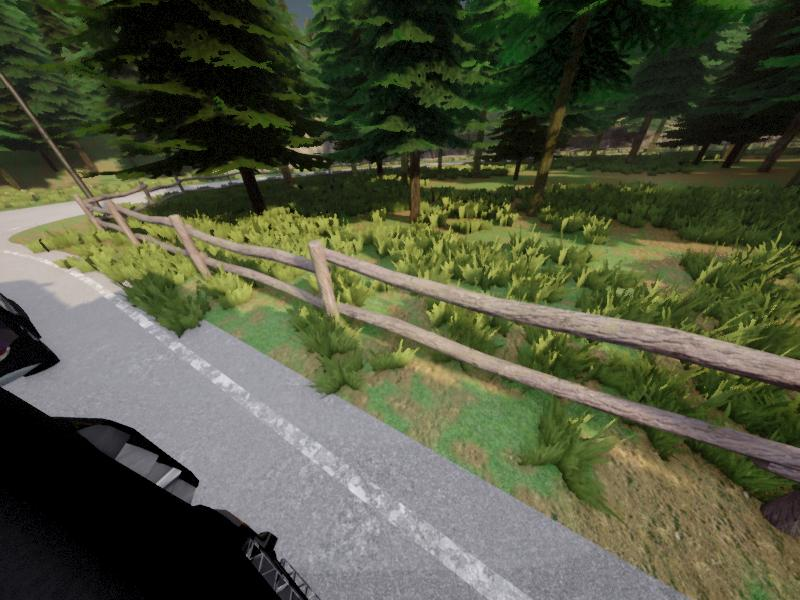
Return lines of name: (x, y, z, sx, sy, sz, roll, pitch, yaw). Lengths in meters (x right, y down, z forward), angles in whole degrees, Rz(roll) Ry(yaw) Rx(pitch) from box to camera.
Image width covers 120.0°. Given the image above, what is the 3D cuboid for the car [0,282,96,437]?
car: (-6.247, 0.281, 2.536, 4.856, 1.649, 2.033, 14, 37, 24)
